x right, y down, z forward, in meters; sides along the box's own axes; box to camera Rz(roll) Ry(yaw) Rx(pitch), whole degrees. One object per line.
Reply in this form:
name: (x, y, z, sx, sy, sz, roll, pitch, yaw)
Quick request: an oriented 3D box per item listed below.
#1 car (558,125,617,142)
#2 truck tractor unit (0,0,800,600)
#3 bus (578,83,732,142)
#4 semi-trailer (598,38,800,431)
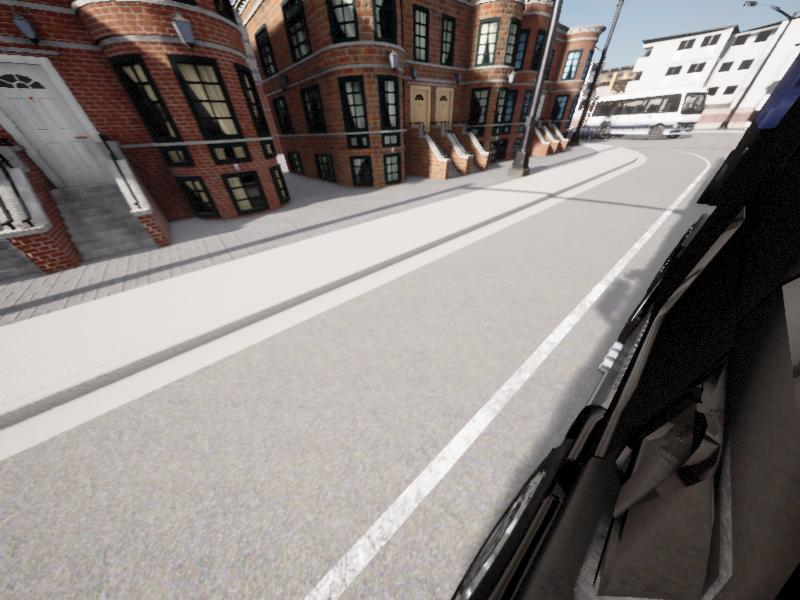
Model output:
car: (22.618, -20.315, 28.177, 2.033, 1.411, 5.357, -13, 38, -14)
truck tractor unit: (2.645, -0.295, 0.351, 6.516, 4.208, 3.053, -28, 44, -30)
bus: (26.886, -20.548, 25.816, 3.944, 4.253, 10.273, -10, 37, -11)
semi-trailer: (8.695, -3.611, 4.226, 14.254, 4.402, 2.717, -28, 44, -30)
